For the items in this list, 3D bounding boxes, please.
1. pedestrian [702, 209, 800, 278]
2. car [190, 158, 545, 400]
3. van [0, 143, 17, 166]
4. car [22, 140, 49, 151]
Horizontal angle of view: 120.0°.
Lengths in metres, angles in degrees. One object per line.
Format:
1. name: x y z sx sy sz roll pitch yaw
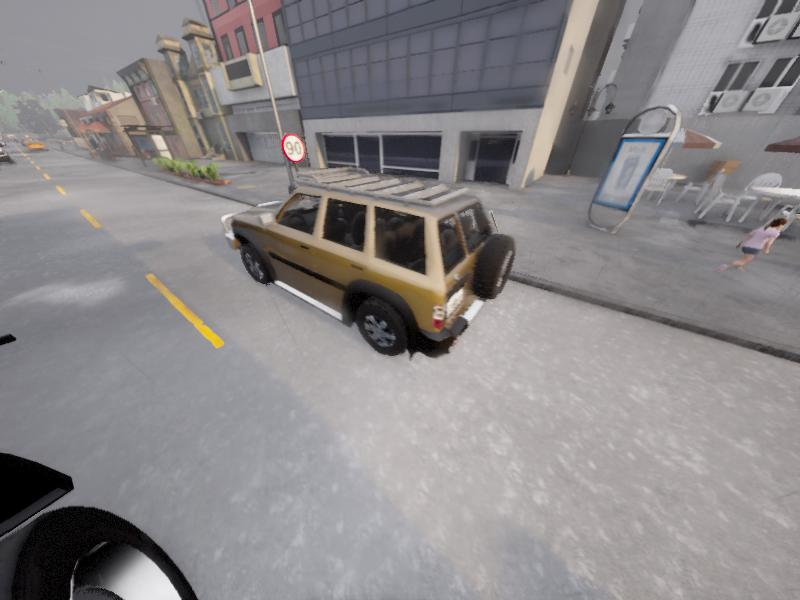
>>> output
1. pedestrian: 6.476 -1.028 4.246 0.500 1.100 0.500 7 36 10
2. car: -0.779 -0.947 3.619 4.605 1.855 1.932 23 41 28
3. van: -38.232 -13.995 21.242 5.915 2.561 1.988 23 41 28
4. car: -65.184 -27.660 41.273 5.008 1.535 1.882 23 41 28
